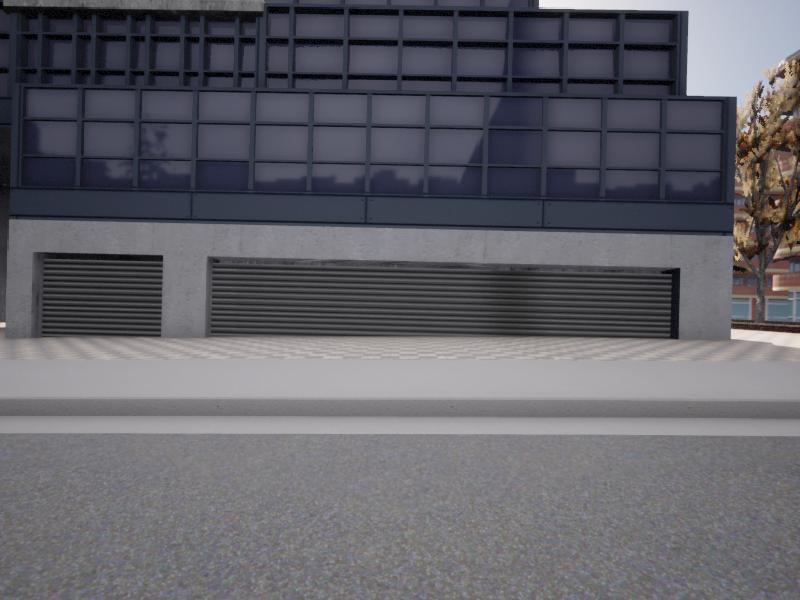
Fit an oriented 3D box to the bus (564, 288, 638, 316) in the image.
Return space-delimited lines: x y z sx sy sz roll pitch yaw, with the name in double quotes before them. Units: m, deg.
"bus" 33.119 0.309 66.286 10.273 4.253 3.944 1 0 0
